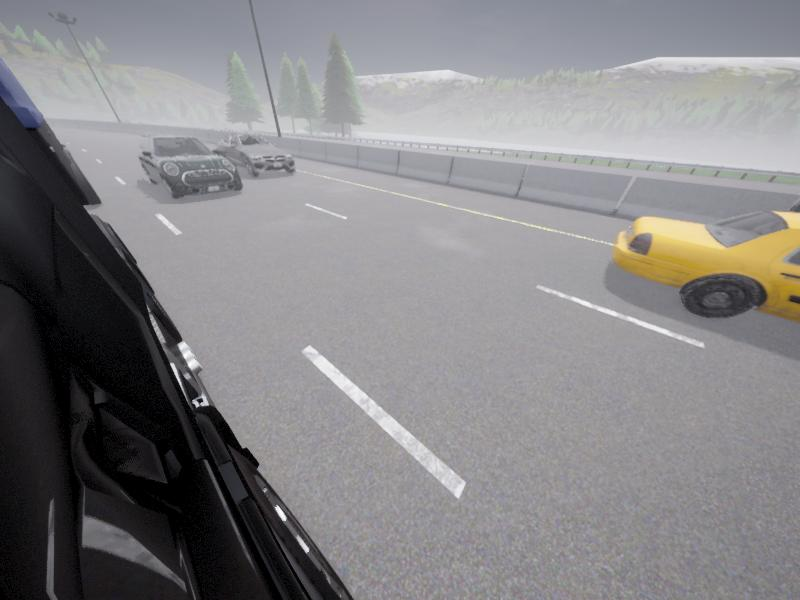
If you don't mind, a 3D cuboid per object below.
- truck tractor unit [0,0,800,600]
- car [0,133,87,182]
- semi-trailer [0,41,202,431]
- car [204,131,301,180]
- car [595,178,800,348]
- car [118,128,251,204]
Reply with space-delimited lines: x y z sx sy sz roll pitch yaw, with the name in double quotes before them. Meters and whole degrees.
"truck tractor unit" -2.645 -0.295 0.351 6.516 4.208 3.053 28 44 30
"car" -15.726 -6.306 10.033 4.718 1.301 1.895 28 44 30
"semi-trailer" -8.711 -3.595 4.216 14.254 4.402 2.717 28 44 30
"car" -7.731 -7.669 12.070 5.027 1.651 2.152 28 43 30
"car" 6.261 -0.232 3.020 5.366 1.575 1.801 28 44 30
"car" -7.904 -5.101 8.476 4.553 1.767 2.097 28 44 30
